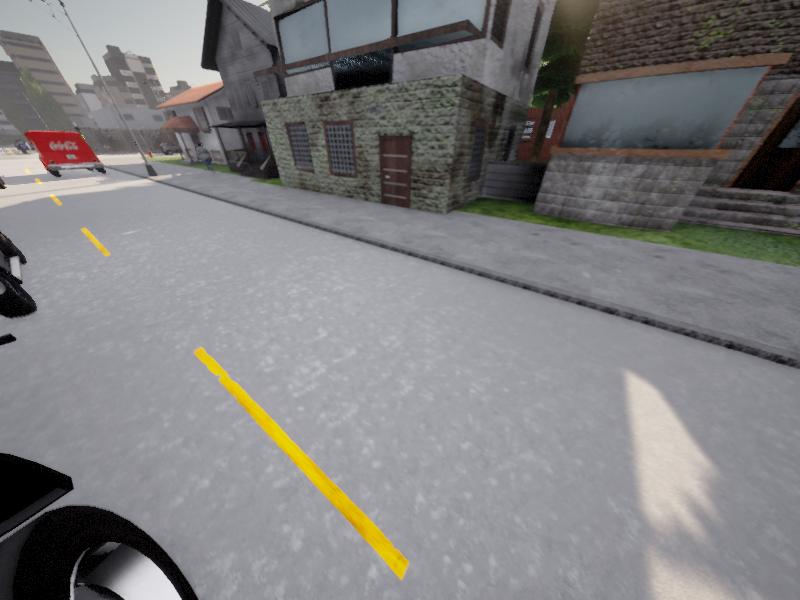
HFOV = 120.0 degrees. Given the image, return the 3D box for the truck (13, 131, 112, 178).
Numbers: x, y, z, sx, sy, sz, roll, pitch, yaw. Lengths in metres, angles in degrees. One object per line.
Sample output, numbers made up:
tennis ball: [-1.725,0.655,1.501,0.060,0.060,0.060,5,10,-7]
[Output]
truck: [-23.560,-10.280,16.186,5.204,2.467,2.627,22,40,27]

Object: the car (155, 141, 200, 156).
car: [-31.872,-21.795,33.226,1.851,1.617,3.988,22,41,28]

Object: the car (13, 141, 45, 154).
car: [-57.892,-23.862,36.028,4.514,1.525,2.007,22,41,28]

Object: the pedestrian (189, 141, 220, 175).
pedestrian: [-13.155,-9.608,15.622,0.751,1.860,0.751,20,40,26]

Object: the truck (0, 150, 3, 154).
truck: [-62.971,-23.349,34.763,6.274,2.098,2.390,22,41,28]

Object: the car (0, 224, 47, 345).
car: [-7.465,-0.679,3.190,4.605,1.855,1.932,22,41,28]

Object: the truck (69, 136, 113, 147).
truck: [-79.339,-40.875,59.525,2.390,2.098,6.274,22,41,28]

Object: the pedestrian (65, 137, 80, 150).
pedestrian: [-59.301,-28.327,41.846,0.751,1.860,0.751,22,40,27]

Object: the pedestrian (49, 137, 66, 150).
pedestrian: [-62.183,-28.406,41.934,0.751,1.860,0.751,18,39,24]

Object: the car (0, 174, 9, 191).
car: [-21.589,-6.426,11.232,3.866,1.878,1.905,22,41,28]

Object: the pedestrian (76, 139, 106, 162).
pedestrian: [-30.751,-14.900,23.001,0.751,1.860,0.751,4,35,5]
